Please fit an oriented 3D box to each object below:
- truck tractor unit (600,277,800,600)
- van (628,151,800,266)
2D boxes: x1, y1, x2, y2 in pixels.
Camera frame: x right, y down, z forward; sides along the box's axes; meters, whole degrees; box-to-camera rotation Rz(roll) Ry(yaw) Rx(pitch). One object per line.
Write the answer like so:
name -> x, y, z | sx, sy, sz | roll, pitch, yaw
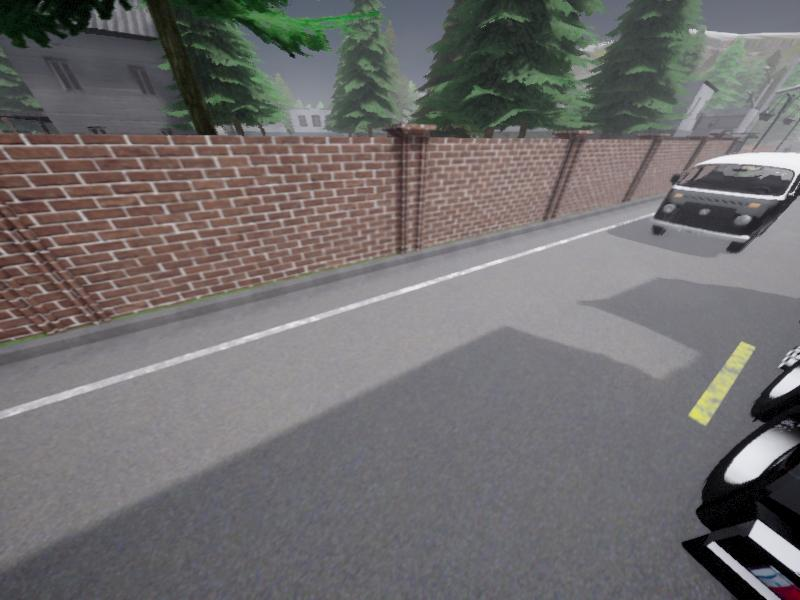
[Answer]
truck tractor unit -> 5.132, -0.280, 0.745 | 6.516, 4.208, 3.053 | -17, 39, -23
van -> 9.011, -2.756, 6.251 | 4.480, 2.038, 2.069 | -18, 39, -24
